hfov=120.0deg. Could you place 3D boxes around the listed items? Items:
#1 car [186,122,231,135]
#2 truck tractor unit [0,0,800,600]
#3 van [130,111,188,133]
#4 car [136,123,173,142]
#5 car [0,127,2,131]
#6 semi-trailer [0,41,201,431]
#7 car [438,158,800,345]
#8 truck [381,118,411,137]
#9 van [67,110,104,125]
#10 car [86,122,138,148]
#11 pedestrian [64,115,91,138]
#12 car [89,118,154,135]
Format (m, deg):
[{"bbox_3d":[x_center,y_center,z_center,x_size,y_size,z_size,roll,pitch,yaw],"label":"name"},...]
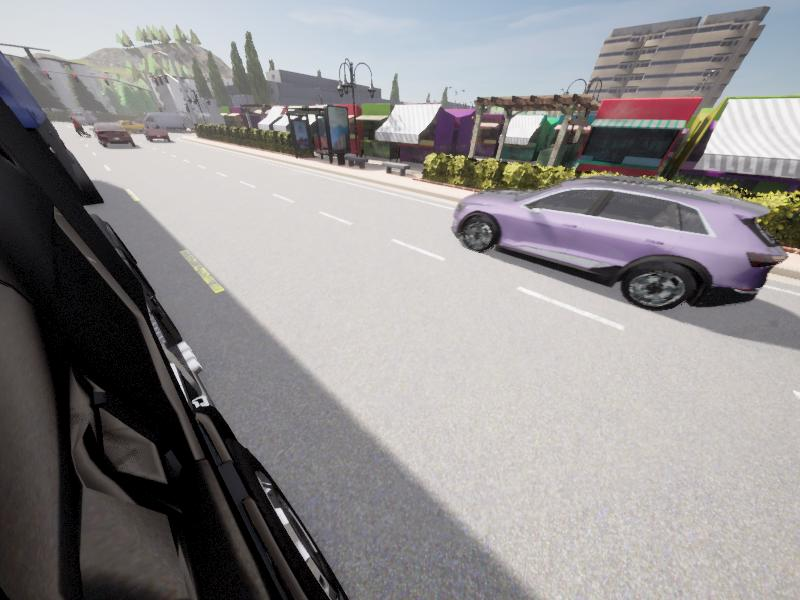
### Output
[{"bbox_3d":[-32.269,-29.072,39.115,1.801,1.575,5.366,30,45,31],"label":"car"},{"bbox_3d":[-2.645,-0.295,0.352,6.516,4.208,3.053,28,44,30],"label":"truck tractor unit"},{"bbox_3d":[-39.059,-29.020,37.816,5.915,2.561,1.988,-22,44,-29],"label":"van"},{"bbox_3d":[-25.604,-17.492,24.111,3.633,1.501,1.845,31,45,33],"label":"car"},{"bbox_3d":[-50.694,-20.579,26.647,2.007,1.525,4.514,30,45,31],"label":"car"},{"bbox_3d":[-8.682,-3.618,4.239,14.254,4.402,2.717,28,44,30],"label":"semi-trailer"},{"bbox_3d":[3.448,-1.500,4.507,4.856,1.649,2.033,29,44,31],"label":"car"},{"bbox_3d":[-1.091,-46.410,62.376,2.891,3.827,8.468,30,44,31],"label":"truck"},{"bbox_3d":[-67.546,-39.254,49.765,2.351,2.431,6.366,-18,42,-25],"label":"van"},{"bbox_3d":[-24.004,-13.765,19.227,5.008,1.535,1.882,29,44,30],"label":"car"},{"bbox_3d":[-33.652,-18.124,24.128,0.751,1.860,0.751,22,41,24],"label":"pedestrian"},{"bbox_3d":[-37.478,-23.536,31.388,1.801,1.575,5.366,10,38,9],"label":"car"}]
